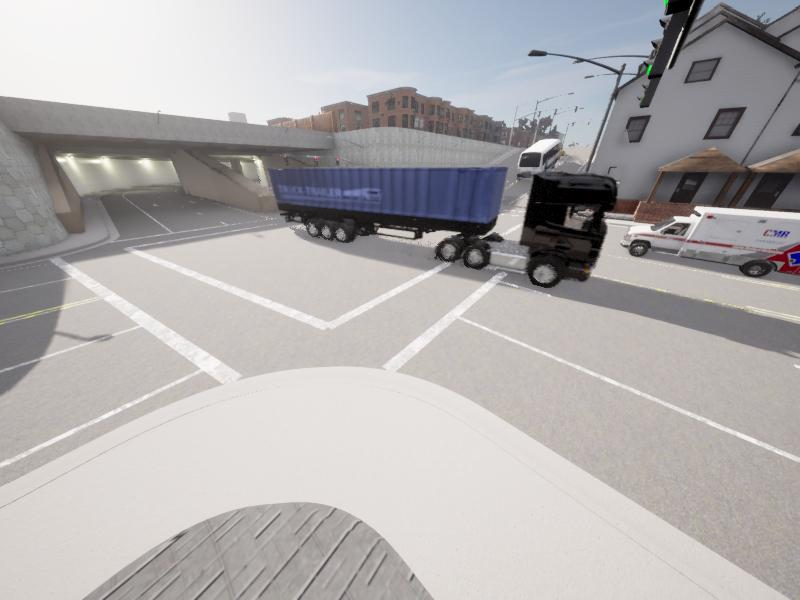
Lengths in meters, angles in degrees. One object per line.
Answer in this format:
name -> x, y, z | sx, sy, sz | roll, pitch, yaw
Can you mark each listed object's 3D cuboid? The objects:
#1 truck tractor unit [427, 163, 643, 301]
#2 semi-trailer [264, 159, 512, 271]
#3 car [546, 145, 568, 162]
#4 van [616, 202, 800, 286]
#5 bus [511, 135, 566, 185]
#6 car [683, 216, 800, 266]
truck tractor unit -> 4.870, -3.400, 9.975 | 6.516, 4.208, 3.053 | 22, 37, 33
semi-trailer -> -1.793, -5.606, 13.599 | 14.254, 4.402, 2.717 | 16, 34, 26
car -> 28.967, -27.085, 42.659 | 1.801, 1.575, 5.366 | 24, 51, 34
van -> 14.908, -2.901, 10.908 | 6.366, 2.431, 2.351 | 24, 38, 35
bus -> 21.842, -22.115, 36.340 | 3.944, 4.253, 10.273 | 24, 51, 34
car -> 18.599, -3.250, 12.332 | 3.988, 1.617, 1.851 | 24, 38, 35
